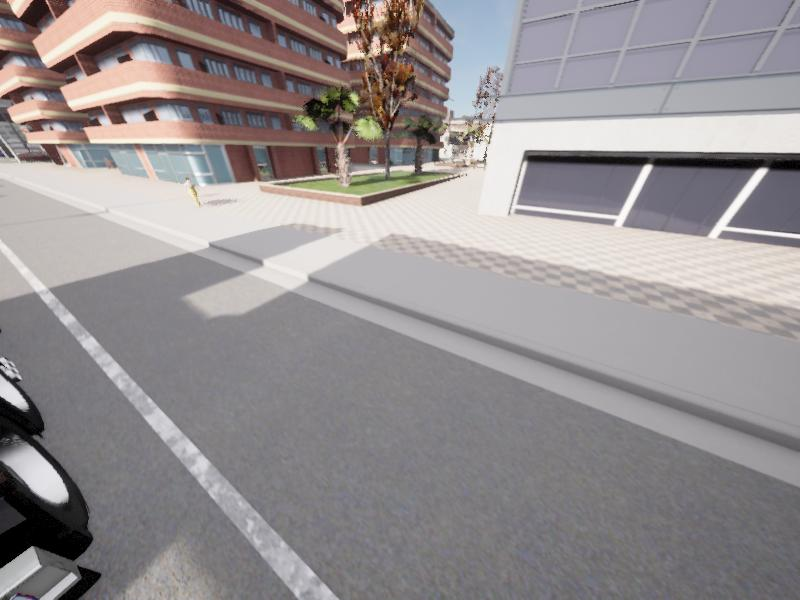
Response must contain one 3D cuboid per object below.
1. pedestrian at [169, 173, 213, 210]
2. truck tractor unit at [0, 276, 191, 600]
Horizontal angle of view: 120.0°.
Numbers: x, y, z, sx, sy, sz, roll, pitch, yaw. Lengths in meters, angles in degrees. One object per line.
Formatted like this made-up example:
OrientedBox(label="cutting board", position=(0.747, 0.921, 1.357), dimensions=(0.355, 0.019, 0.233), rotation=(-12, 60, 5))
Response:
OrientedBox(label="pedestrian", position=(-8.891, -4.632, 9.862), dimensions=(0.751, 1.300, 0.751), rotation=(18, 37, 24))
OrientedBox(label="truck tractor unit", position=(-5.087, -0.319, 0.837), dimensions=(6.516, 4.208, 3.053), rotation=(18, 34, 24))
